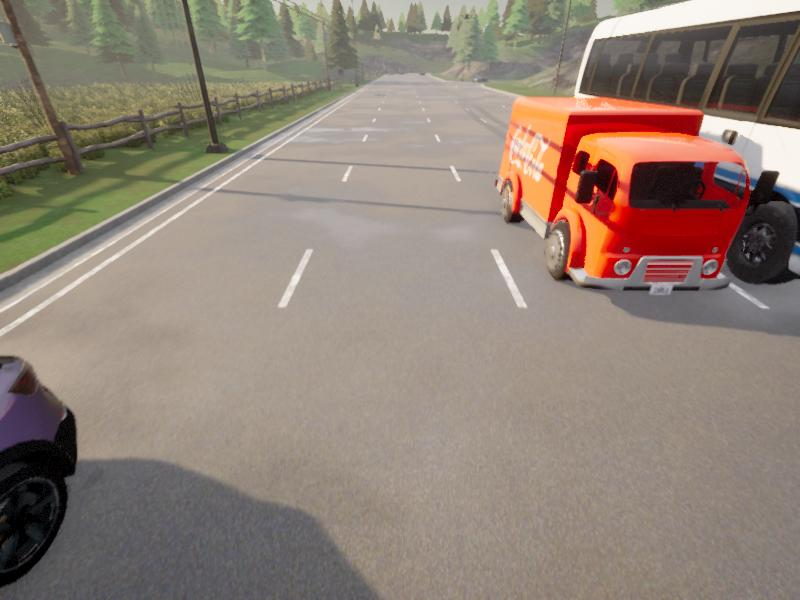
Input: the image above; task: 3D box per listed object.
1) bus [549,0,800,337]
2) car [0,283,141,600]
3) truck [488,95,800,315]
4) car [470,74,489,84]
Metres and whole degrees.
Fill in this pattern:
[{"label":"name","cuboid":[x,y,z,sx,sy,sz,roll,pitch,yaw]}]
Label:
[{"label":"bus","cuboid":[7.161,-3.903,8.443,3.944,4.253,10.273,0,30,0]},{"label":"car","cuboid":[-3.475,1.815,1.276,2.033,1.649,4.856,0,30,0]},{"label":"truck","cuboid":[3.539,-2.168,7.243,2.627,2.467,5.204,0,30,0]},{"label":"car","cuboid":[16.073,-44.447,80.431,2.128,1.511,4.902,16,34,25]}]
